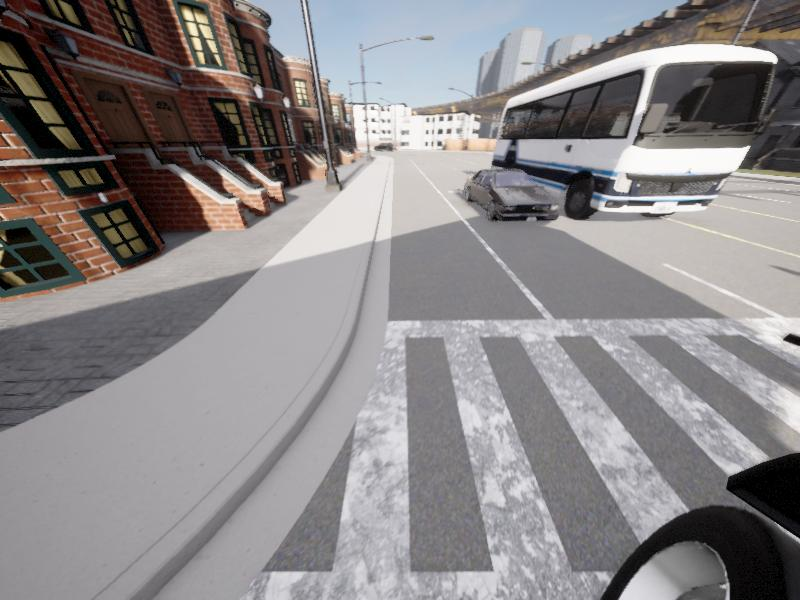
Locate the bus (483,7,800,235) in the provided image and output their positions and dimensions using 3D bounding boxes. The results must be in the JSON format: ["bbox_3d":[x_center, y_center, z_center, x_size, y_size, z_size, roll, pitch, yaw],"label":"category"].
[{"bbox_3d":[7.466,-6.587,9.717,3.944,4.253,10.273,-1,34,-1],"label":"bus"}]

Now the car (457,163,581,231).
[{"bbox_3d":[3.901,-4.251,8.913,2.033,1.411,5.357,-1,35,-1],"label":"car"}]

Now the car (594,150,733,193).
[{"bbox_3d":[14.251,-7.493,13.200,1.930,1.638,5.238,-1,35,0],"label":"car"}]

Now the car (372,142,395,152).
[{"bbox_3d":[-4.379,-41.006,61.936,5.566,2.045,2.150,13,37,19],"label":"car"}]
